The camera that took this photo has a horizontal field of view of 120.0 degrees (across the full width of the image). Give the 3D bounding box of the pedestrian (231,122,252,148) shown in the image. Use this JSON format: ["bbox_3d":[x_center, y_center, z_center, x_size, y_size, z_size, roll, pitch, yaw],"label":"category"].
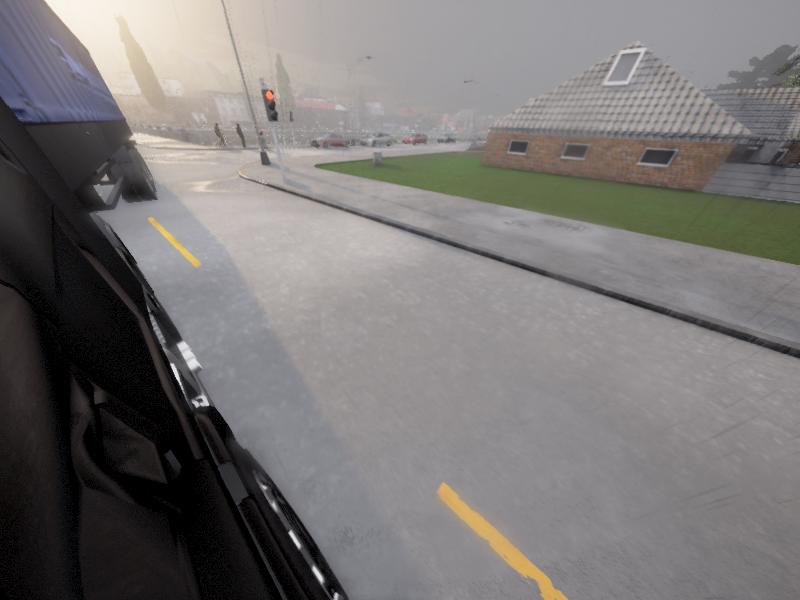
[{"bbox_3d":[-14.516,-15.109,21.187,0.751,1.860,0.751,25,42,27],"label":"pedestrian"}]

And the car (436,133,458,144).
[{"bbox_3d":[8.237,-28.337,40.563,1.816,1.474,4.193,28,44,30],"label":"car"}]

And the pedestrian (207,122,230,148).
[{"bbox_3d":[-16.358,-14.951,20.894,0.751,1.860,0.751,8,37,7],"label":"pedestrian"}]

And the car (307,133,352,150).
[{"bbox_3d":[-7.539,-17.218,25.014,1.994,1.385,4.181,28,44,30],"label":"car"}]

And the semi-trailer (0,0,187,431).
[{"bbox_3d":[-8.017,-3.986,4.812,2.717,4.402,14.254,-26,45,-32],"label":"semi-trailer"}]

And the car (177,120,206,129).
[{"bbox_3d":[-54.780,-46.039,60.722,2.152,1.651,5.027,28,44,30],"label":"car"}]

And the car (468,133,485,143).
[{"bbox_3d":[15.935,-33.766,48.153,1.845,1.501,3.633,28,44,30],"label":"car"}]

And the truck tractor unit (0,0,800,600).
[{"bbox_3d":[-2.645,-0.295,0.352,6.516,4.208,3.053,28,44,30],"label":"truck tractor unit"}]

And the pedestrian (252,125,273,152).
[{"bbox_3d":[-11.785,-13.873,19.886,0.751,1.860,0.751,8,37,7],"label":"pedestrian"}]

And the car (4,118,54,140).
[{"bbox_3d":[-38.141,-17.715,23.859,4.856,1.649,2.033,27,44,30],"label":"car"}]

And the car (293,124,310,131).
[{"bbox_3d":[-34.426,-60.351,80.837,1.930,1.638,5.238,28,44,30],"label":"car"}]

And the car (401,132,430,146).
[{"bbox_3d":[2.339,-24.216,34.721,2.007,1.525,4.514,28,44,30],"label":"car"}]

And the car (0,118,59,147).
[{"bbox_3d":[-30.304,-13.646,18.811,4.611,1.667,2.242,28,44,30],"label":"car"}]

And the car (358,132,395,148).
[{"bbox_3d":[-2.938,-20.511,29.510,2.007,1.525,4.514,27,44,30],"label":"car"}]
